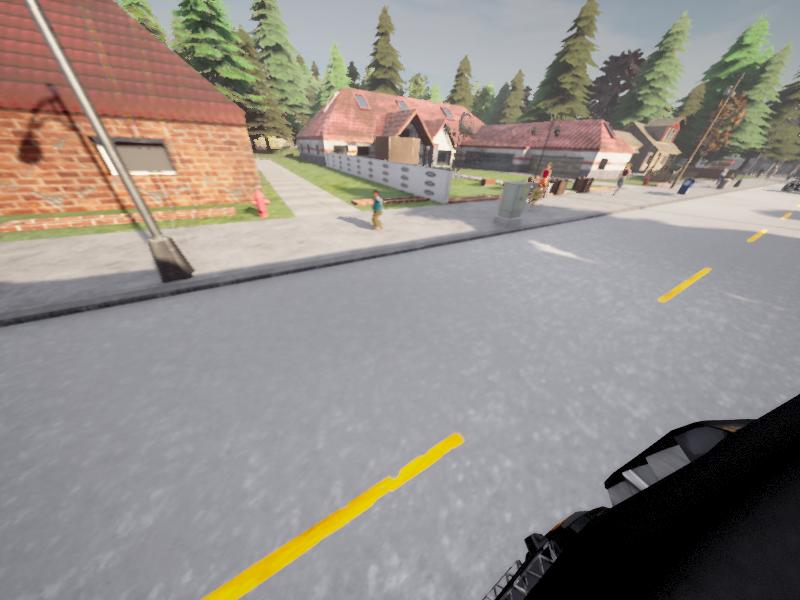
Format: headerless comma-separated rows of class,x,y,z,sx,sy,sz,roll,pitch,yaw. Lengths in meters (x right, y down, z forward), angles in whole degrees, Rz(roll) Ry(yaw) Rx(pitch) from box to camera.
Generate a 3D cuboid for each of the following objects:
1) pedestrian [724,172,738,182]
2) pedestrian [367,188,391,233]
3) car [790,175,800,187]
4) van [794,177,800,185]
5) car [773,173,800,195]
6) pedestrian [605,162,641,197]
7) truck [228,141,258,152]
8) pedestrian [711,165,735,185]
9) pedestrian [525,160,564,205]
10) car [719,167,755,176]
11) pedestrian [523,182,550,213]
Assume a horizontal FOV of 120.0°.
pedestrian,43.879,-16.276,30.621,0.500,1.100,0.500,-19,39,-29
pedestrian,-0.592,-2.545,6.576,0.500,1.100,0.500,-13,36,-22
car,59.322,-17.252,33.582,3.806,1.475,1.970,-16,38,-26
van,66.717,-19.798,37.030,6.366,2.431,2.351,-16,38,-26
car,40.271,-10.945,21.987,4.611,1.667,2.242,6,33,5
pedestrian,13.995,-7.560,14.548,0.751,1.860,0.751,-14,37,-23
truck,-41.755,-40.882,61.517,6.274,2.098,2.390,-16,38,-26
pedestrian,36.270,-14.015,25.949,0.751,1.860,0.751,-23,41,-33
pedestrian,6.978,-5.707,11.229,0.751,1.860,0.751,-17,38,-27
car,85.915,-32.787,58.946,2.242,1.667,4.611,-16,38,-26
pedestrian,5.770,-4.357,9.784,0.500,1.100,0.500,-19,39,-29
